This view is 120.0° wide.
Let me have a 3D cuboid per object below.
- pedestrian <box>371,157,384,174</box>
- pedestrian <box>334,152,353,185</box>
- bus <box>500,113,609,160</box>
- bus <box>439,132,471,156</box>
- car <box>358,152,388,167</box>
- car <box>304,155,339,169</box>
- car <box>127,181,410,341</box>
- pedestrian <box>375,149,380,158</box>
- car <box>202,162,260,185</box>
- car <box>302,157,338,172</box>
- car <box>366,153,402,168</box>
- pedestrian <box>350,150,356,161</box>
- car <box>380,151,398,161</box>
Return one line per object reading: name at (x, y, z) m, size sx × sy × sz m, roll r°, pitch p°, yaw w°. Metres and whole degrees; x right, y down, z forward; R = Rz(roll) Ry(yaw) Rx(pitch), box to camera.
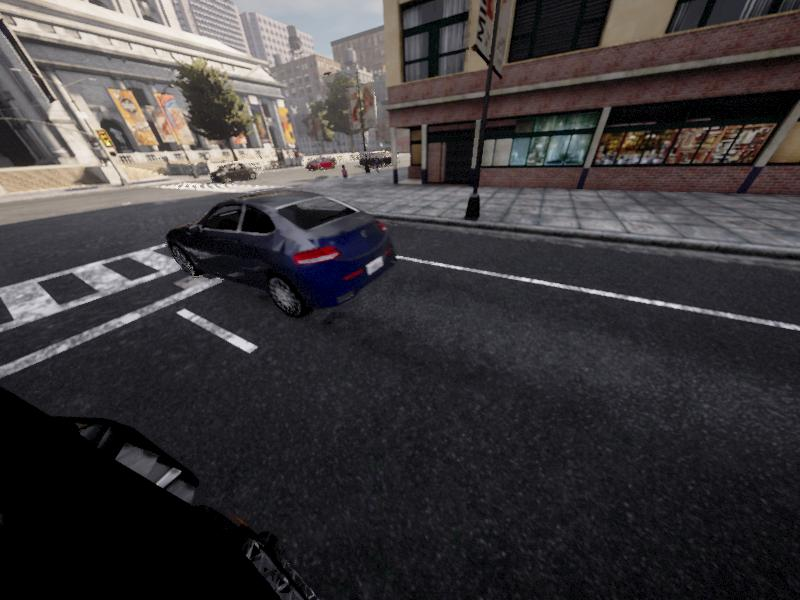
pedestrian at (-2.072, -12.579, 21.600) m, size 0.751 × 1.300 × 0.751 m, roll 20°, pitch 40°, yaw 30°
pedestrian at (-3.850, -8.992, 15.836) m, size 0.751 × 1.860 × 0.751 m, roll -21°, pitch 37°, yaw -25°
bus at (19.025, -20.612, 29.589) m, size 10.273 × 4.253 × 3.944 m, roll 16°, pitch 38°, yaw 24°
bus at (13.143, -36.734, 54.379) m, size 3.944 × 4.253 × 10.273 m, roll 15°, pitch 37°, yaw 26°
car at (-4.025, -21.610, 35.485) m, size 2.038 × 1.542 × 4.974 m, roll 15°, pitch 38°, yaw 25°
car at (-11.998, -21.332, 35.743) m, size 2.128 × 1.511 × 4.902 m, roll 15°, pitch 38°, yaw 25°
car at (-2.552, -1.261, 4.614) m, size 5.027 × 1.651 × 2.152 m, roll 15°, pitch 38°, yaw 26°
pedestrian at (-5.736, -36.782, 57.867) m, size 0.751 × 1.860 × 0.751 m, roll 21°, pitch 40°, yaw 31°
car at (-16.571, -12.629, 22.921) m, size 1.851 × 1.617 × 3.988 m, roll 15°, pitch 38°, yaw 25°
car at (-10.806, -18.514, 31.525) m, size 1.994 × 1.385 × 4.181 m, roll 15°, pitch 38°, yaw 25°
car at (-2.076, -19.142, 31.620) m, size 2.128 × 1.511 × 4.902 m, roll 20°, pitch 40°, yaw 31°
pedestrian at (-10.080, -31.046, 49.583) m, size 0.751 × 1.860 × 0.751 m, roll 23°, pitch 42°, yaw 34°
car at (-2.244, -29.698, 47.514) m, size 1.882 × 1.535 × 5.008 m, roll 8°, pitch 36°, yaw 17°
